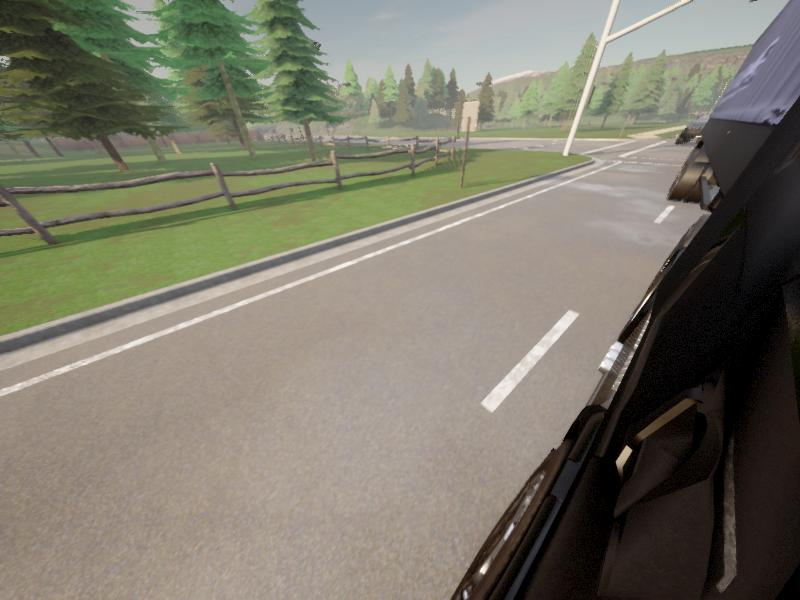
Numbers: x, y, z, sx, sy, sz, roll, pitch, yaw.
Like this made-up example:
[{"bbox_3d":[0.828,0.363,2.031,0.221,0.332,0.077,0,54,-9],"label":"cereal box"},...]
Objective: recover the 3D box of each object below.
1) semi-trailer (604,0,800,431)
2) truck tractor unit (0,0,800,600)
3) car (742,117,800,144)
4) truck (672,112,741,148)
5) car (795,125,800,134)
[{"bbox_3d":[8.346,-3.827,4.542,2.717,4.402,14.254,30,48,35],"label":"semi-trailer"},{"bbox_3d":[2.645,-0.295,0.351,6.516,4.208,3.053,-28,44,-30],"label":"truck tractor unit"},{"bbox_3d":[31.930,-14.654,19.872,5.027,1.651,2.152,-28,44,-30],"label":"car"},{"bbox_3d":[25.853,-14.386,19.465,6.274,2.098,2.390,-28,44,-30],"label":"truck"},{"bbox_3d":[46.399,-19.545,25.522,4.856,1.649,2.033,-28,44,-30],"label":"car"}]
